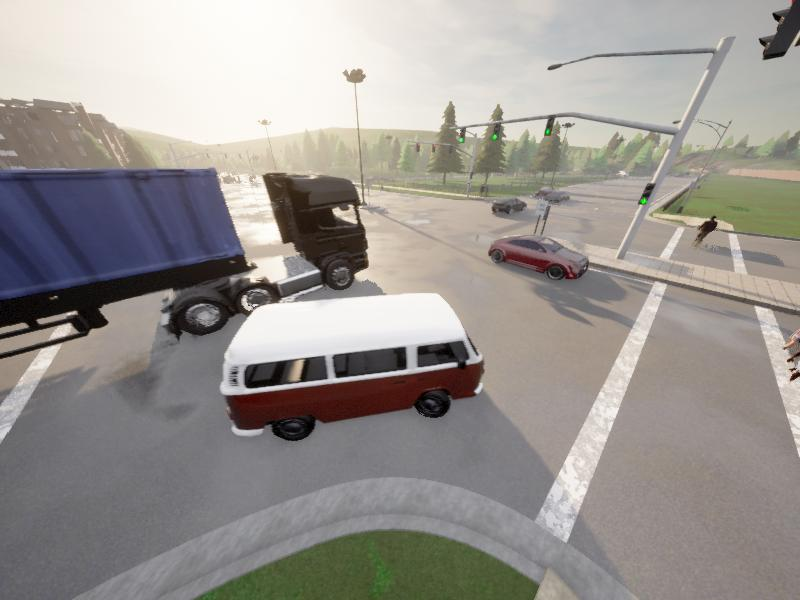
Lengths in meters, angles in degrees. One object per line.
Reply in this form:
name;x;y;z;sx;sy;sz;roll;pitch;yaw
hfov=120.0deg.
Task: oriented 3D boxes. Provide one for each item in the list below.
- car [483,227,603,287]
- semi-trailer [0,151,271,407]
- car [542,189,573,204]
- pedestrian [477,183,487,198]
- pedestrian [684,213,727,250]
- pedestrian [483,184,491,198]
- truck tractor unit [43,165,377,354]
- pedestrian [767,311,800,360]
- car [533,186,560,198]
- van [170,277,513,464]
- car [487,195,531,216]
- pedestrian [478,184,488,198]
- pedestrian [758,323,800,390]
car;6.421;-2.232;10.864;1.994;1.385;4.181;-24;38;-35
semi-trailer;-10.487;0.395;3.265;14.254;4.402;2.717;-23;37;-34
car;21.462;-14.081;31.387;4.181;1.385;1.994;-23;37;-34
pedestrian;12.243;-16.417;34.588;0.751;1.860;0.751;-25;38;-36
pedestrian;17.523;-3.966;13.327;0.751;1.860;0.751;25;39;37
pedestrian;12.720;-15.966;33.807;0.751;1.860;0.751;13;32;21
truck tractor unit;-4.446;-2.076;7.737;6.516;4.208;3.053;-23;37;-34
pedestrian;10.028;0.876;5.711;0.500;1.100;0.500;23;37;34
car;23.391;-17.225;36.756;4.674;1.442;1.812;-23;37;-34
van;-0.702;1.071;4.471;4.480;2.038;2.069;-5;30;-9
car;11.403;-9.885;23.992;4.892;1.490;1.837;-23;37;-34
pedestrian;12.182;-16.080;34.003;0.751;1.860;0.751;-17;34;-27
pedestrian;8.926;1.005;4.831;0.751;1.860;0.751;-26;39;-37
